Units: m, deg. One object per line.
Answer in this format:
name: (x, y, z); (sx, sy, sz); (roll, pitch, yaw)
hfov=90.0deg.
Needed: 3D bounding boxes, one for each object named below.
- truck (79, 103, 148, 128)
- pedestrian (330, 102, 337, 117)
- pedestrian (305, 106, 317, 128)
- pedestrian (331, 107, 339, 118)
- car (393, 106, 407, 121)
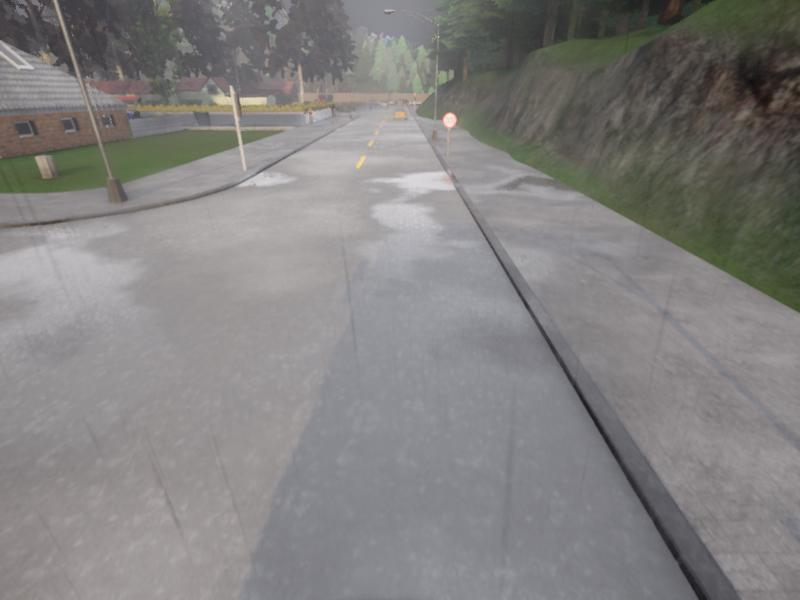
truck: (-26.965, -17.475, 37.818); (4.478, 2.038, 2.069); (0, 27, 0)
pedestrian: (-9.375, -26.703, 56.160); (0.751, 1.860, 0.751); (0, 27, -1)
pedestrian: (-8.422, -17.261, 37.826); (0.751, 1.860, 0.751); (1, 27, 2)
pedestrian: (-8.761, -25.263, 53.977); (0.751, 1.300, 0.751); (2, 27, 3)
car: (0.016, -24.611, 52.744); (1.801, 1.575, 5.366); (0, 27, 0)
